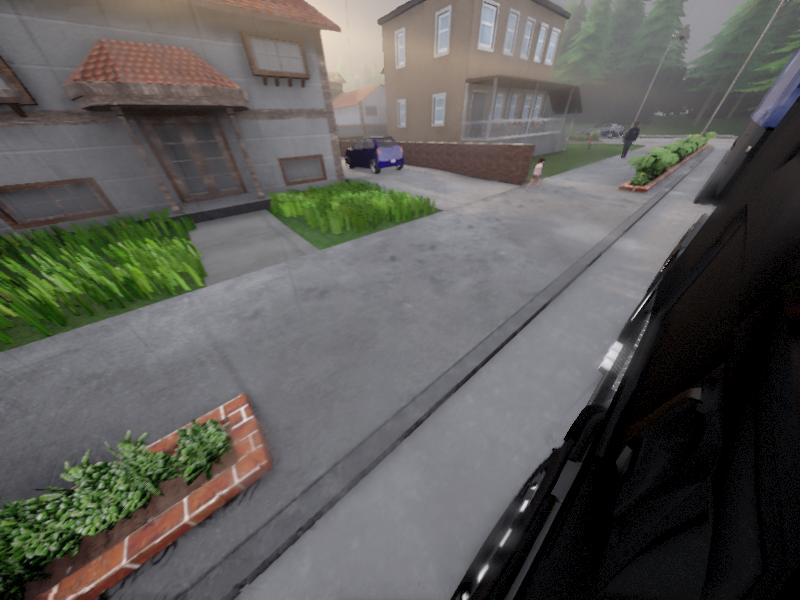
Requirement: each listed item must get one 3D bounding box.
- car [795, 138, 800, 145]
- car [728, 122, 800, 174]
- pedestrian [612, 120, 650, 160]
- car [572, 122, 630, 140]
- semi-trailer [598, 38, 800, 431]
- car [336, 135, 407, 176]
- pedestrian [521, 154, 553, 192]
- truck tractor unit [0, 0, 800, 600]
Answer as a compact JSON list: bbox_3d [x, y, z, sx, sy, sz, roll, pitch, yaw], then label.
[{"bbox_3d":[29.988,-11.155,15.494,2.163,1.488,4.792,25,45,32],"label":"car"},{"bbox_3d":[18.224,-7.505,11.193,5.238,1.638,1.930,-28,44,-30],"label":"car"},{"bbox_3d":[13.461,-9.323,13.507,0.751,1.860,0.751,-28,43,-29],"label":"pedestrian"},{"bbox_3d":[25.673,-21.743,29.747,2.152,1.651,5.027,-28,43,-30],"label":"car"},{"bbox_3d":[8.668,-3.619,4.266,14.254,4.402,2.717,-28,44,-30],"label":"semi-trailer"},{"bbox_3d":[-1.520,-7.648,12.074,1.845,1.501,3.633,-28,44,-30],"label":"car"},{"bbox_3d":[4.855,-4.500,8.221,0.500,1.100,0.500,-8,37,-7],"label":"pedestrian"},{"bbox_3d":[2.645,-0.295,0.351,6.516,4.208,3.053,-28,44,-30],"label":"truck tractor unit"}]
